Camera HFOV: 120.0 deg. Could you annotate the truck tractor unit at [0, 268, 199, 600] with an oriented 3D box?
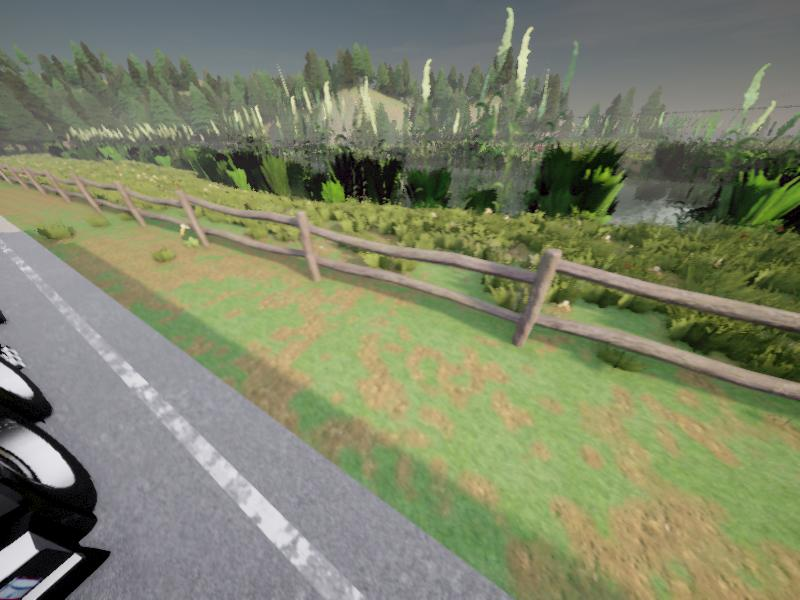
[{"bbox_3d":[-5.126,-0.284,0.767,6.516,4.208,3.053,18,39,24],"label":"truck tractor unit"}]
